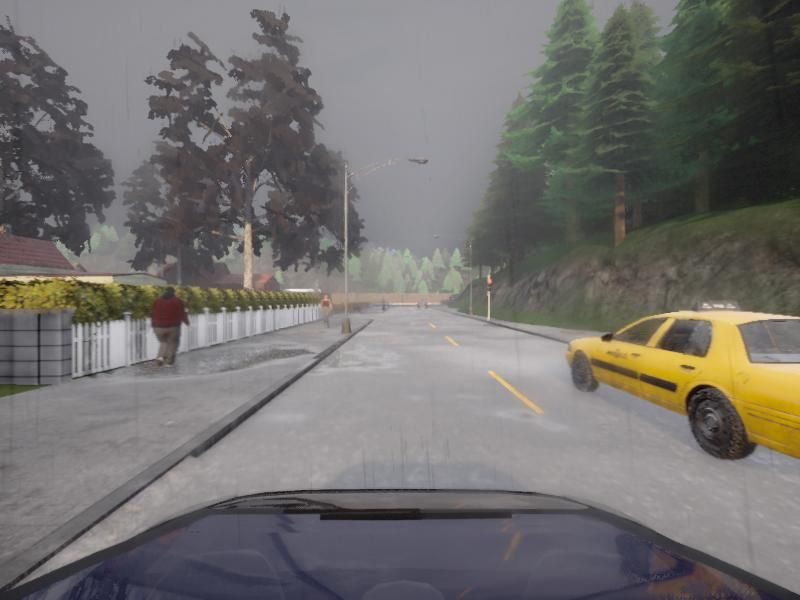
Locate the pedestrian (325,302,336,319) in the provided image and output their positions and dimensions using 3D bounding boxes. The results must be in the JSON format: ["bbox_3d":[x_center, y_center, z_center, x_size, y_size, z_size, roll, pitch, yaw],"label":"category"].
[{"bbox_3d":[-5.314,0.791,30.501,0.751,1.300,0.751,0,0,-17],"label":"pedestrian"}]

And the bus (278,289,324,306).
[{"bbox_3d":[-24.532,-0.582,99.537,10.273,4.253,3.944,0,0,0],"label":"bus"}]

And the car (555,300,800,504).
[{"bbox_3d":[4.010,0.799,5.357,1.801,1.575,5.366,0,0,0],"label":"car"}]

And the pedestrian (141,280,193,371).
[{"bbox_3d":[-4.998,0.529,8.618,0.751,1.860,0.751,0,0,-9],"label":"pedestrian"}]

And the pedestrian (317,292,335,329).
[{"bbox_3d":[-3.730,0.516,20.133,0.751,1.860,0.751,0,0,2],"label":"pedestrian"}]
